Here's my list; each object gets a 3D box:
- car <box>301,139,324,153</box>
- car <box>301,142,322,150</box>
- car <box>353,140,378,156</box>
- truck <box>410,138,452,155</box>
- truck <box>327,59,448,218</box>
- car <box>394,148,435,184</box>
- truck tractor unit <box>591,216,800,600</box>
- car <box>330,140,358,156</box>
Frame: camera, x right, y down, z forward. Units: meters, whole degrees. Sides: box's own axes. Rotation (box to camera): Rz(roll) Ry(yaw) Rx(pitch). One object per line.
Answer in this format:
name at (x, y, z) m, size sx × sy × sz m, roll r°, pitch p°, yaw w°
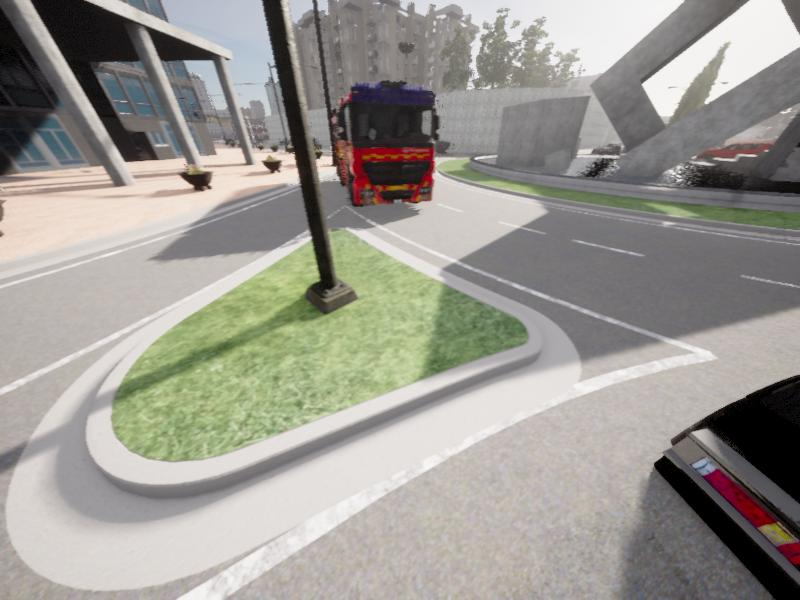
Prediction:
car at (-15.298, -27.059, 40.434) m, size 1.905 × 1.878 × 3.866 m, roll -28°, pitch 44°, yaw -34°
car at (-18.132, -31.512, 47.224) m, size 1.895 × 1.301 × 4.718 m, roll -28°, pitch 44°, yaw -34°
car at (-5.243, -23.156, 35.050) m, size 1.905 × 1.878 × 3.866 m, roll -23°, pitch 42°, yaw -30°
truck at (5.034, -25.294, 38.046) m, size 6.274 × 2.098 × 2.390 m, roll 18°, pitch 39°, yaw 23°
truck at (-1.288, -6.935, 10.444) m, size 2.891 × 3.827 × 8.468 m, roll -10°, pitch 36°, yaw -14°
car at (0.747, -9.136, 15.536) m, size 1.801 × 1.575 × 5.366 m, roll -3°, pitch 35°, yaw -6°
truck tractor unit at (5.339, 0.055, 0.286) m, size 6.516 × 4.208 × 3.053 m, roll -6°, pitch 36°, yaw -9°
car at (-8.114, -22.044, 33.445) m, size 1.932 × 1.855 × 4.605 m, roll -23°, pitch 42°, yaw -30°
